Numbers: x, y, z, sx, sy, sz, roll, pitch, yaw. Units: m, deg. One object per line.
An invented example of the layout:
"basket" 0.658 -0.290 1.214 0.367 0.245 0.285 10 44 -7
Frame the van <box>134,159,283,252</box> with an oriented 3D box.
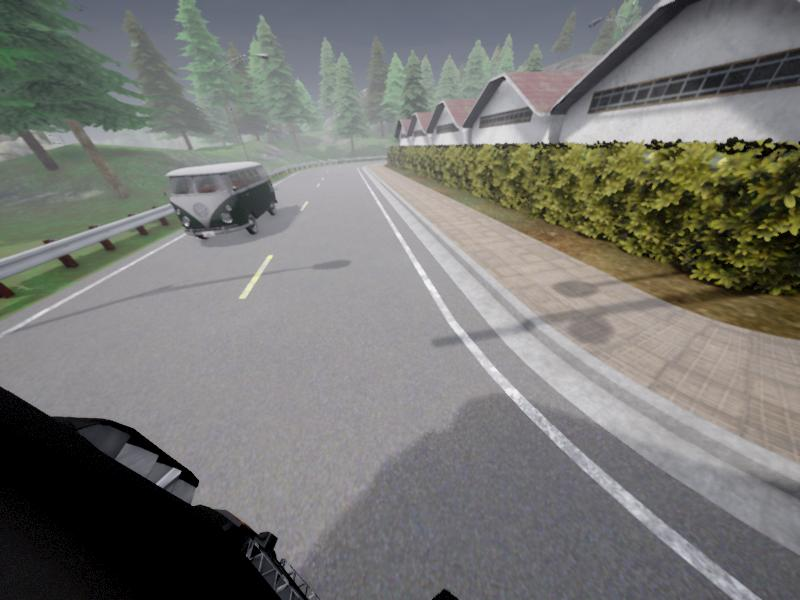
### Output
"van" -5.762 -3.509 7.904 1.775 1.987 4.442 -8 34 -8
